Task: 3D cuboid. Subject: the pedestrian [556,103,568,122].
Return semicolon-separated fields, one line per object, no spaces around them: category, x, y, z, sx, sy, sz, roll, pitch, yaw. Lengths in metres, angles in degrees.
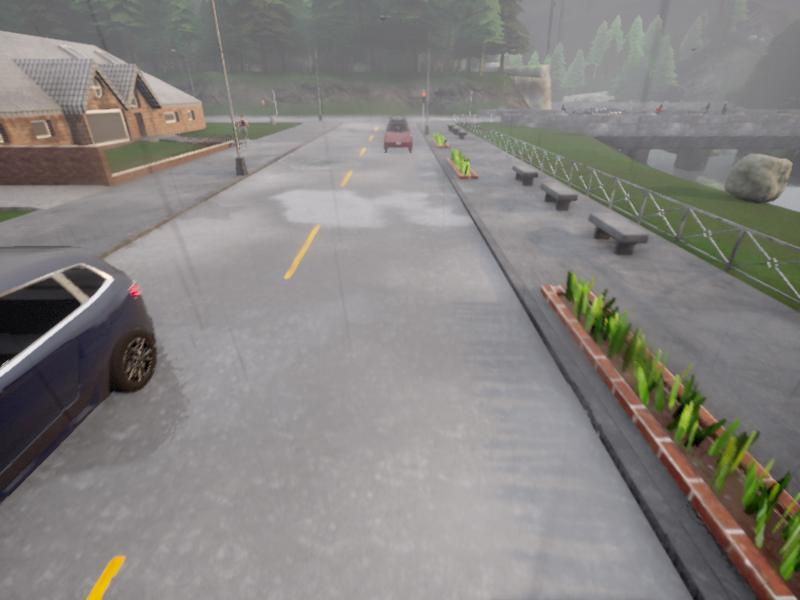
pedestrian;18.466;-21.351;45.563;0.751;1.860;0.751;0;27;1

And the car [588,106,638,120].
car;26.856;-23.572;50.493;4.974;1.542;2.038;0;27;0

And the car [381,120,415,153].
car;-0.100;-9.778;23.821;1.845;1.501;3.633;0;27;0

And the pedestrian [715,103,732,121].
pedestrian;37.103;-21.531;45.907;0.751;1.860;0.751;-1;27;-1

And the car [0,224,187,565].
car;-4.003;0.916;2.986;2.242;1.667;4.611;0;27;0

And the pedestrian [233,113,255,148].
pedestrian;-9.177;-9.989;23.594;0.751;1.860;0.751;0;27;0

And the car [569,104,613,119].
car;25.709;-25.468;54.012;4.611;1.667;2.242;0;27;0

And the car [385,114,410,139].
car;-0.168;-13.606;31.288;1.816;1.474;4.193;0;27;0

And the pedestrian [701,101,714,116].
pedestrian;44.218;-27.539;57.526;0.751;1.860;0.751;7;28;13

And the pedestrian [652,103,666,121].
pedestrian;30.159;-21.868;46.561;0.751;1.860;0.751;6;28;11
